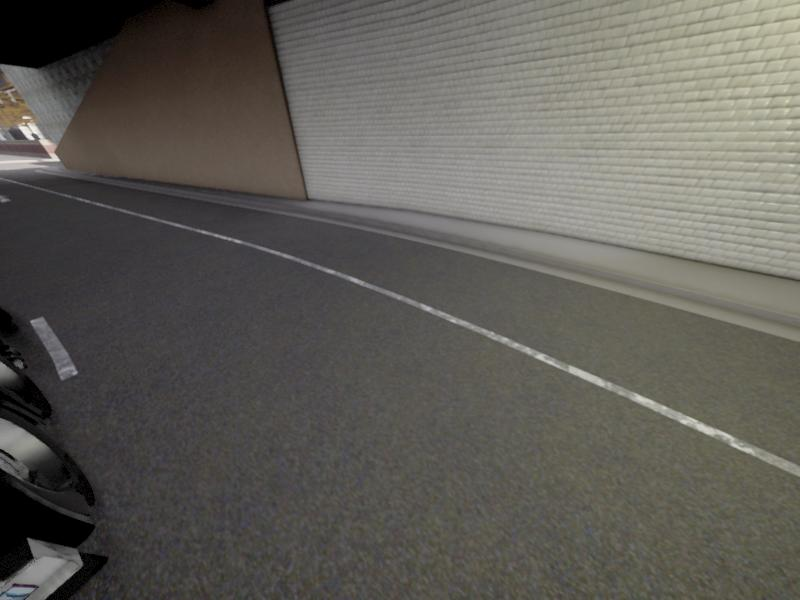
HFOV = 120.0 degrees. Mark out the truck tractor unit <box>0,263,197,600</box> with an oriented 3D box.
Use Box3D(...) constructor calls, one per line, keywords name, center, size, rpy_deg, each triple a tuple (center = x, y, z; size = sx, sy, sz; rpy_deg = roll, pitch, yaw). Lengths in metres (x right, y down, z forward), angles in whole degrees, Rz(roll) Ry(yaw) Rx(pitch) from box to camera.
Box3D(name="truck tractor unit", center=(-5.109, -0.303, 0.783), size=(6.516, 4.208, 3.053), rpy_deg=(18, 39, 24))
